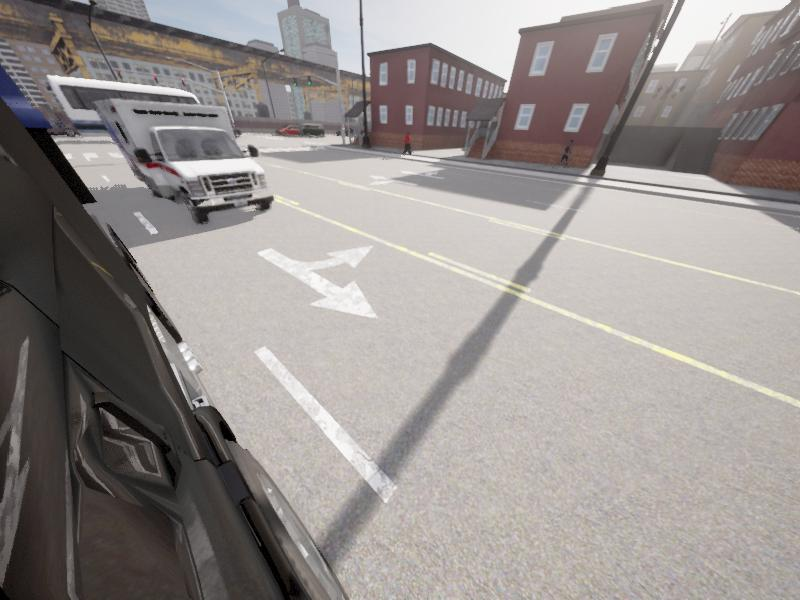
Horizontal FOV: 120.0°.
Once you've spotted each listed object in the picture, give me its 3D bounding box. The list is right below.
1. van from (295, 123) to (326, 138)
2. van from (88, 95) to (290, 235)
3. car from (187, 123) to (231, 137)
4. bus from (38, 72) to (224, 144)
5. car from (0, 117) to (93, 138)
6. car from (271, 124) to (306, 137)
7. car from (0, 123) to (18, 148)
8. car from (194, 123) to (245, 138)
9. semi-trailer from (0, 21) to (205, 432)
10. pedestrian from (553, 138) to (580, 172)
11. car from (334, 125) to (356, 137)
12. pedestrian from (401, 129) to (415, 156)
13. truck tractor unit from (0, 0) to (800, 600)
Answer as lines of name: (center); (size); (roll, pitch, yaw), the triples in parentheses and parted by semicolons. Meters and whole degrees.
van: (-15.306, -29.182, 39.806); (1.775, 1.987, 4.442); (28, 44, 30)
van: (-6.394, -4.306, 6.938); (6.366, 2.431, 2.351); (28, 44, 30)
car: (-27.058, -24.164, 32.863); (1.994, 1.385, 4.181); (28, 44, 30)
bus: (-24.100, -17.597, 21.922); (3.944, 4.253, 10.273); (28, 44, 30)
car: (-33.754, -16.314, 21.950); (2.033, 1.411, 5.357); (28, 44, 30)
car: (-19.358, -29.554, 40.297); (2.242, 1.667, 4.611); (28, 44, 30)
car: (-28.475, -10.107, 14.044); (2.033, 1.411, 5.357); (28, 44, 30)
car: (-24.226, -22.878, 31.236); (1.837, 1.490, 4.892); (28, 44, 30)
semi-trailer: (-8.889, -3.479, 4.013); (14.254, 4.402, 2.717); (26, 43, 27)
pedestrian: (11.085, -9.671, 15.409); (0.751, 1.860, 0.751); (27, 43, 29)
car: (-11.427, -35.075, 47.993); (1.905, 1.878, 3.866); (28, 43, 30)
pedestrian: (0.677, -13.385, 19.670); (0.751, 1.860, 0.751); (27, 43, 29)
truck tractor unit: (-2.645, -0.295, 0.351); (6.516, 4.208, 3.053); (28, 44, 30)
